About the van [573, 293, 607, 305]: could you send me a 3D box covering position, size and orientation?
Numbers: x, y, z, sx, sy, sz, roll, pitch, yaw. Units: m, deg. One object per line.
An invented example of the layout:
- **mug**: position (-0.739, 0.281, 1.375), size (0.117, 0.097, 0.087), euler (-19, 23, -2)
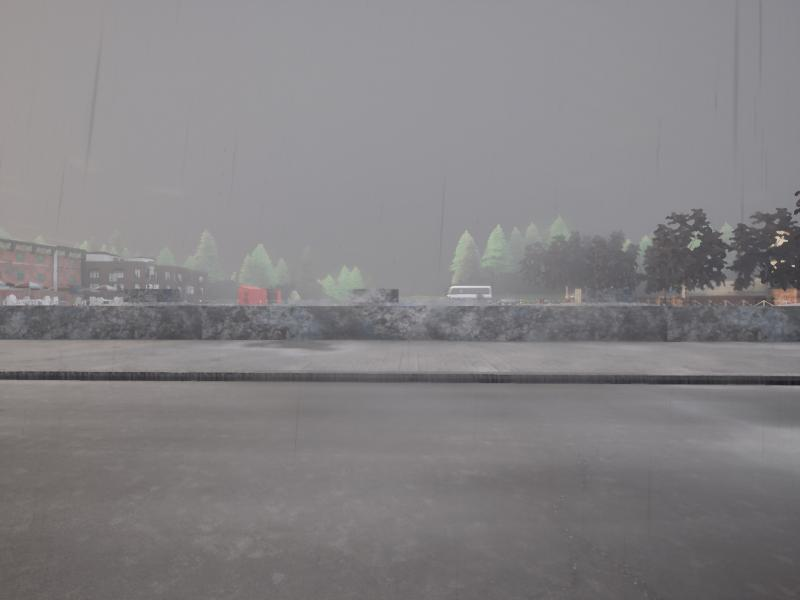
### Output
- **van**: position (41.623, -0.227, 87.832), size (6.366, 2.431, 2.351), euler (0, 0, 2)

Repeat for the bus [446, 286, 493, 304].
- **bus**: position (15.849, -1.139, 92.562), size (10.273, 4.253, 3.944), euler (0, 0, 2)

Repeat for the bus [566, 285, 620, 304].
- **bus**: position (44.054, -1.139, 91.635), size (10.273, 4.253, 3.944), euler (0, 0, 2)
